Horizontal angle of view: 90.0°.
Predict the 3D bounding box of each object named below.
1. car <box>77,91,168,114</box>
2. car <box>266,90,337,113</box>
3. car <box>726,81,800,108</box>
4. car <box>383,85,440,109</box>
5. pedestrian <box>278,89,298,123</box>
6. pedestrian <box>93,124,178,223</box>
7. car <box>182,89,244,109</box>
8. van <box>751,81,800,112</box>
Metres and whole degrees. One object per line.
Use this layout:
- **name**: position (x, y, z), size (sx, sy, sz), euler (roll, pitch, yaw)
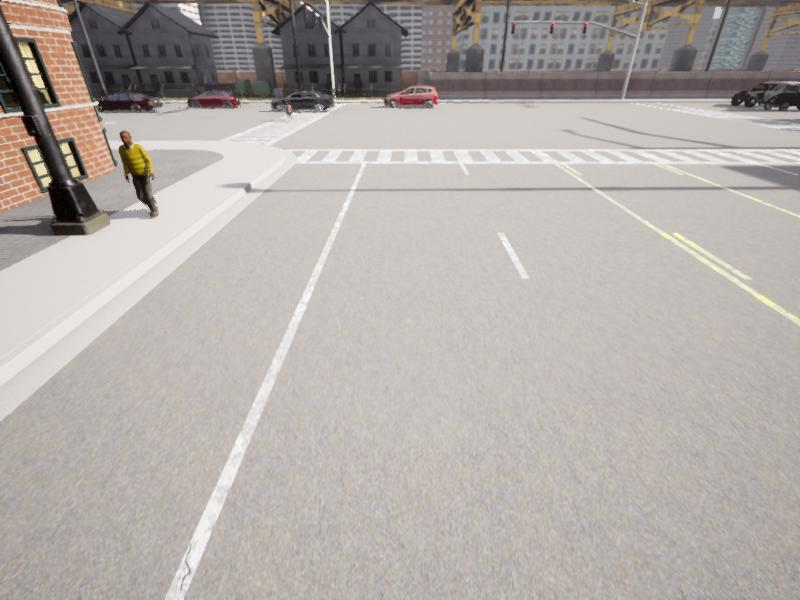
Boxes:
- **car**: position (-21.527, -15.426, 31.209), size (5.357, 1.411, 2.033), euler (0, 30, 1)
- **car**: position (-7.522, -15.402, 30.980), size (4.892, 1.490, 1.837), euler (0, 30, 1)
- **car**: position (30.215, -17.156, 33.354), size (3.866, 1.878, 1.905), euler (0, 30, 1)
- **car**: position (0.962, -17.201, 33.833), size (4.611, 1.667, 2.242), euler (0, 30, 1)
- **pedestrian**: position (-6.934, -12.029, 24.787), size (0.751, 1.860, 0.751), euler (1, 30, 2)
- **pedestrian**: position (-5.459, -2.633, 8.378), size (0.751, 1.860, 0.751), euler (-2, 30, -3)
- **car**: position (-15.892, -17.151, 34.155), size (4.181, 1.385, 1.994), euler (0, 30, 1)
- **van**: position (29.978, -15.432, 30.308), size (4.442, 1.987, 1.775), euler (0, 30, 1)
